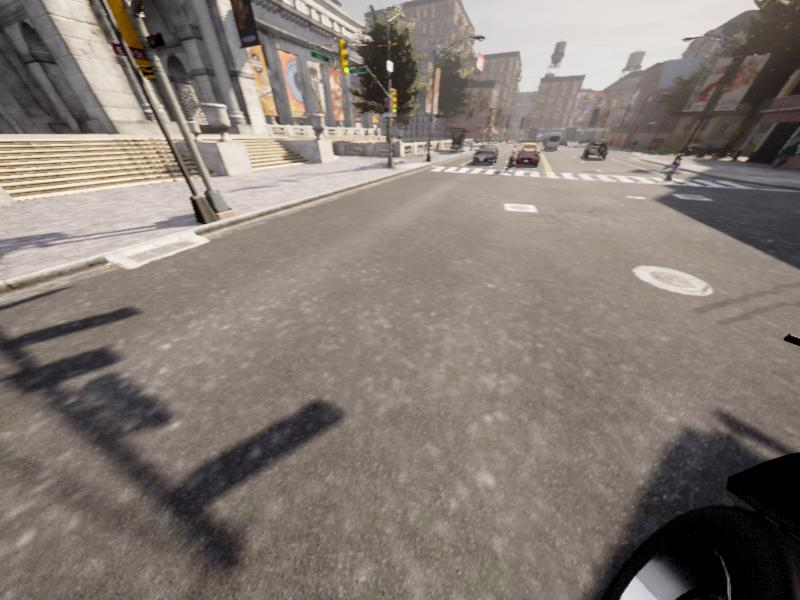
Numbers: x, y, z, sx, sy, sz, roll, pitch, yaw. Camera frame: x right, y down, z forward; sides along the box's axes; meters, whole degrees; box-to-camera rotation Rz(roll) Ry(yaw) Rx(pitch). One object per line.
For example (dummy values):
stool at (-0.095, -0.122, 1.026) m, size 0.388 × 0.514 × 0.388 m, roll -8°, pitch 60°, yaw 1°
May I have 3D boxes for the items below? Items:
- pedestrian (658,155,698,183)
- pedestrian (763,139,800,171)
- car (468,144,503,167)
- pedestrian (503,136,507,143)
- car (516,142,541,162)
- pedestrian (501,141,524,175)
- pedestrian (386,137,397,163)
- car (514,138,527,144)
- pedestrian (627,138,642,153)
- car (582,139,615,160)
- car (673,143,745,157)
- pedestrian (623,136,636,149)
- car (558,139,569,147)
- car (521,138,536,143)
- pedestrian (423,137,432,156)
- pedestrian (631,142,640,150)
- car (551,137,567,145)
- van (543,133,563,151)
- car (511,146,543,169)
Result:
pedestrian at (15.871, -7.528, 13.253) m, size 0.751 × 1.300 × 0.751 m, roll 12°, pitch 37°, yaw 17°
pedestrian at (27.261, -10.215, 16.296) m, size 0.751 × 1.860 × 0.751 m, roll 14°, pitch 38°, yaw 19°
car at (8.023, -13.557, 21.506) m, size 2.128 × 1.511 × 4.902 m, roll 15°, pitch 38°, yaw 20°
pedestrian at (32.902, -50.403, 72.416) m, size 0.751 × 1.860 × 0.751 m, roll 17°, pitch 39°, yaw 22°
car at (14.138, -16.437, 25.523) m, size 1.882 × 1.535 × 5.008 m, roll 15°, pitch 38°, yaw 20°
pedestrian at (7.632, -9.661, 15.724) m, size 0.751 × 1.860 × 0.751 m, roll 24°, pitch 42°, yaw 29°
pedestrian at (-0.714, -13.213, 20.396) m, size 0.751 × 1.860 × 0.751 m, roll 12°, pitch 37°, yaw 17°
car at (37.666, -49.777, 72.206) m, size 2.002 × 1.452 × 4.674 m, roll 30°, pitch 45°, yaw 35°
pedestrian at (35.042, -23.043, 34.489) m, size 0.751 × 1.860 × 0.751 m, roll 17°, pitch 39°, yaw 22°
car at (22.813, -17.523, 26.771) m, size 1.932 × 1.855 × 4.605 m, roll 17°, pitch 39°, yaw 24°
car at (40.291, -19.753, 30.354) m, size 5.357 × 1.411 × 2.033 m, roll 15°, pitch 38°, yaw 20°
pedestrian at (41.898, -28.714, 42.165) m, size 0.751 × 1.860 × 0.751 m, roll -5°, pitch 36°, yaw -8°
car at (39.738, -38.326, 56.211) m, size 1.816 × 1.474 × 4.193 m, roll 18°, pitch 39°, yaw 23°
car at (41.866, -51.980, 75.423) m, size 4.718 × 1.301 × 1.895 m, roll -22°, pitch 41°, yaw -28°
pedestrian at (3.211, -17.967, 27.045) m, size 0.751 × 1.860 × 0.751 m, roll 14°, pitch 38°, yaw 19°
pedestrian at (40.151, -26.226, 39.339) m, size 0.500 × 1.100 × 0.500 m, roll -1°, pitch 36°, yaw -1°
car at (46.536, -46.488, 67.500) m, size 5.027 × 1.651 × 2.152 m, roll -28°, pitch 44°, yaw -34°
van at (27.208, -28.294, 41.254) m, size 1.988 × 2.561 × 5.915 m, roll 15°, pitch 38°, yaw 20°
car at (11.133, -12.558, 20.243) m, size 1.994 × 1.385 × 4.181 m, roll 15°, pitch 38°, yaw 20°
